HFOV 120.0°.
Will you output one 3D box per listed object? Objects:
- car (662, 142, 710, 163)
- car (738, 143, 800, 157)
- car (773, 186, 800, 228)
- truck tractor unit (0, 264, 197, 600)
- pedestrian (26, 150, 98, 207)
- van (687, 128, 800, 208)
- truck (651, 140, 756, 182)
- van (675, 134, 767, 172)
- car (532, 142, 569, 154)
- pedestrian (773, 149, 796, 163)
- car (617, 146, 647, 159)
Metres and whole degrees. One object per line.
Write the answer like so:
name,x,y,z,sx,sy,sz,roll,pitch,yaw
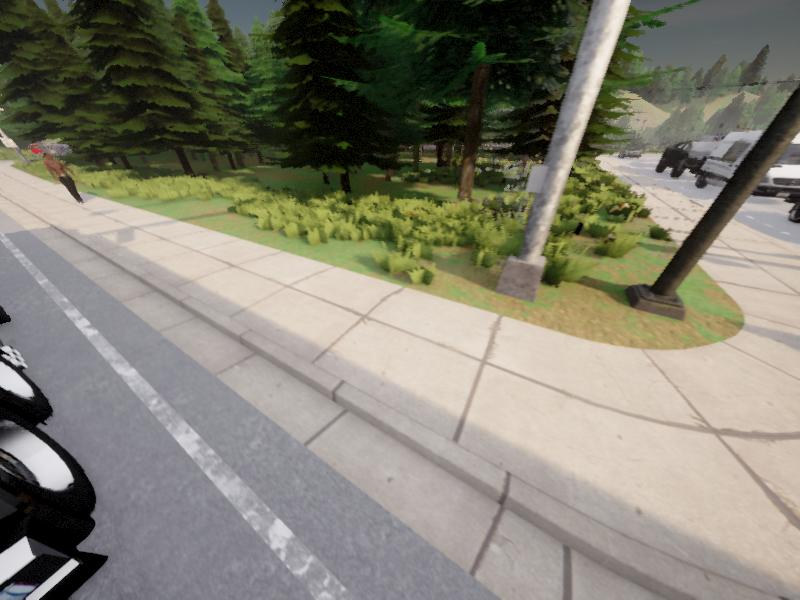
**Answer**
car,31.797,-16.592,25.885,1.905,1.878,3.866,19,39,25
car,51.377,-20.961,32.234,4.193,1.474,1.816,21,40,27
car,12.842,-2.166,5.811,1.994,1.385,4.181,19,39,25
truck tractor unit,-5.116,-0.294,0.785,6.516,4.208,3.053,18,39,24
pedestrian,-13.189,-4.755,9.074,0.751,1.860,0.751,23,41,30
van,16.694,-6.328,10.731,1.988,2.561,5.915,19,39,25
truck,20.775,-10.017,16.375,2.390,2.098,6.274,19,39,25
van,28.088,-13.273,20.683,2.351,2.431,6.366,19,39,25
car,27.363,-27.667,42.040,5.238,1.638,1.930,21,40,27
pedestrian,37.047,-13.851,22.250,0.500,1.100,0.500,15,38,21
car,31.550,-20.174,31.567,1.895,1.301,4.718,18,39,25
